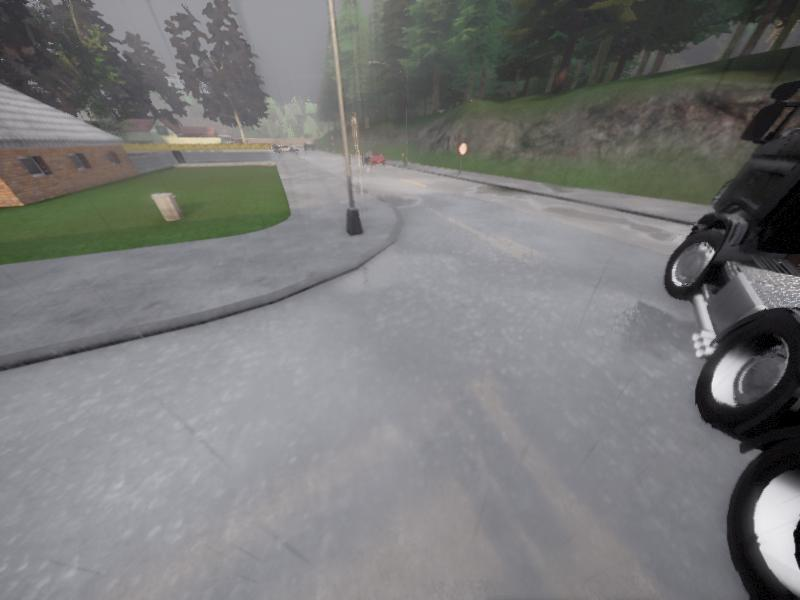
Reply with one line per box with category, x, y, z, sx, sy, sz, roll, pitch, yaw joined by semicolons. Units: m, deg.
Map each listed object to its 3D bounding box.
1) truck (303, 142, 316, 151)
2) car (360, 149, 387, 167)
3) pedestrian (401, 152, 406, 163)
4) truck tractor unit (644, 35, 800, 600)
truck;-26.250;-44.557;67.007;2.390;2.098;6.274;-15;37;-20
car;-3.043;-16.100;26.171;1.845;1.501;3.633;-15;37;-20
pedestrian;0.399;-17.472;28.337;0.500;1.100;0.500;10;36;13
truck tractor unit;4.690;-0.584;1.213;3.053;4.208;6.516;26;42;31
